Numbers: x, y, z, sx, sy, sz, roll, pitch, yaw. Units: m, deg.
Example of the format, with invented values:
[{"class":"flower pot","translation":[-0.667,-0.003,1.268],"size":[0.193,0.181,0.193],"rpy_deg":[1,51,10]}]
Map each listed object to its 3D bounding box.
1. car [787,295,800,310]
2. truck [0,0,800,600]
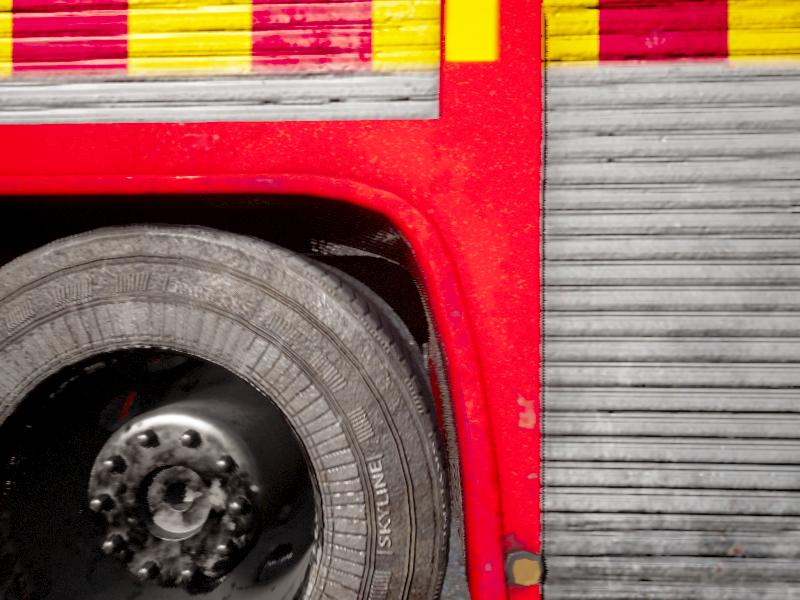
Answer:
[{"class":"car","translation":[42.854,0.244,41.225],"size":[1.851,1.617,3.988],"rpy_deg":[0,0,-37]},{"class":"truck","translation":[-2.847,-0.924,2.181],"size":[8.468,3.827,2.891],"rpy_deg":[0,0,2]}]
